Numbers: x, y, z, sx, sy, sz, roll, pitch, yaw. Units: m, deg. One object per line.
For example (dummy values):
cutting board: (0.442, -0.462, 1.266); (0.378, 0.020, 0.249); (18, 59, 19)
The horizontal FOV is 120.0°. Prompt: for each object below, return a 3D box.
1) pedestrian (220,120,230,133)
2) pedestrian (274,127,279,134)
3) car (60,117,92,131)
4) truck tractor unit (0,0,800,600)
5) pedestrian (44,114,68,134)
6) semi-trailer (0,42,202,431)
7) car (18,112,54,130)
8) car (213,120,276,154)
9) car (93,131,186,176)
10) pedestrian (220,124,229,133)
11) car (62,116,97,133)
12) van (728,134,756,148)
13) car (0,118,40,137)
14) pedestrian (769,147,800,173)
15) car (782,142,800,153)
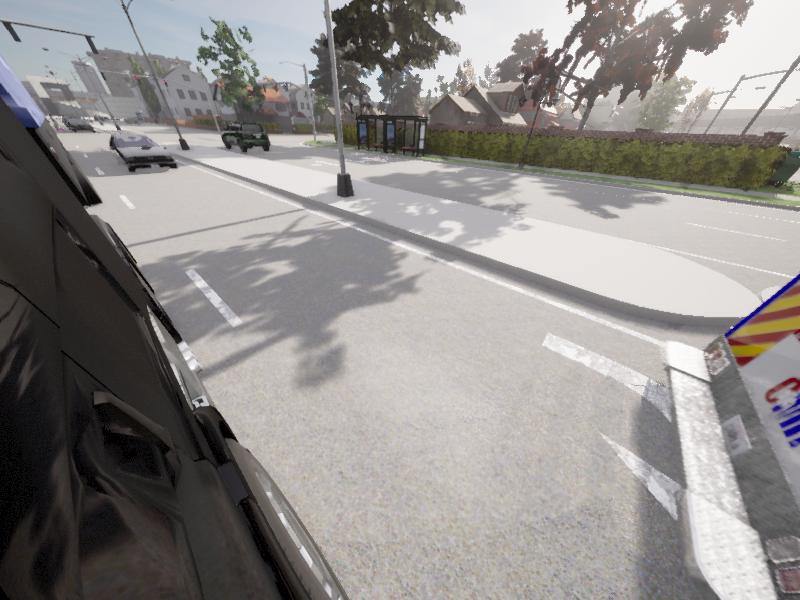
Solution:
pedestrian: (-31.006, -30.758, 40.953); (0.751, 1.860, 0.751); (-25, 45, -32)
pedestrian: (-24.371, -33.349, 45.468); (0.500, 1.100, 0.500); (28, 44, 30)
car: (-48.633, -26.450, 34.688); (4.792, 1.488, 2.163); (28, 44, 30)
truck tractor unit: (-2.645, -0.295, 0.351); (6.516, 4.208, 3.053); (28, 44, 30)
pedestrian: (-40.798, -20.897, 27.403); (0.751, 1.860, 0.751); (32, 45, 33)
semi-trailer: (-8.699, -3.606, 4.224); (14.254, 4.402, 2.717); (28, 44, 30)
car: (-51.116, -25.202, 32.531); (4.605, 1.855, 1.932); (28, 44, 30)
car: (-13.547, -14.220, 20.082); (5.566, 2.045, 2.150); (28, 44, 30)
car: (-13.299, -7.558, 11.740); (5.357, 1.411, 2.033); (28, 44, 30)
pedestrian: (-31.847, -31.156, 41.902); (0.751, 1.300, 0.751); (-28, 47, -35)
car: (-43.197, -23.641, 31.143); (5.238, 1.638, 1.930); (28, 43, 29)
van: (84.985, -39.582, 57.533); (1.988, 2.561, 5.915); (28, 45, 30)
car: (-40.163, -17.582, 23.465); (1.994, 1.385, 4.181); (-12, 39, -19)
pedestrian: (34.643, -12.479, 20.621); (0.751, 1.860, 0.751); (26, 43, 28)
car: (85.536, -32.929, 49.821); (1.801, 1.575, 5.366); (28, 45, 30)
